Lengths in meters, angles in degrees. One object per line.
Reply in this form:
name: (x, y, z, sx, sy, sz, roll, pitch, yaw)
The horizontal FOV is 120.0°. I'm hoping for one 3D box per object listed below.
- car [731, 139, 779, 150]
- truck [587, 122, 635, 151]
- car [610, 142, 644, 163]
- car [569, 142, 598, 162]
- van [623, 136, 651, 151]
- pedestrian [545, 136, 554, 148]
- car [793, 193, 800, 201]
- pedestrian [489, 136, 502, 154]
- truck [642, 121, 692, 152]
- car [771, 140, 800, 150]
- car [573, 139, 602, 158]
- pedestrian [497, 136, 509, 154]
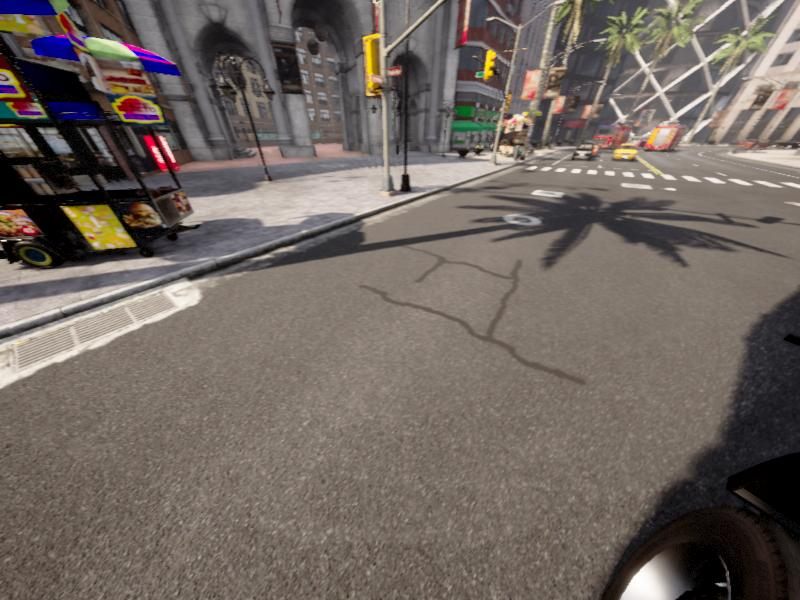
car: (64.589, -28.283, 42.044, 5.027, 1.651, 2.152, -3, 36, -5)
truck: (37.737, -29.168, 41.284, 8.468, 3.827, 2.891, -23, 42, -29)
car: (23.781, -15.688, 24.401, 1.801, 1.575, 5.366, 23, 42, 28)
car: (19.463, -15.720, 24.452, 1.789, 1.549, 3.705, 23, 41, 28)
van: (41.649, -27.524, 40.588, 4.442, 1.987, 1.775, -21, 41, -27)
pedestrian: (28.617, -30.261, 44.149, 0.751, 1.860, 0.751, -27, 44, -33)
car: (18.460, -3.884, 8.145, 1.994, 1.385, 4.181, -11, 37, -16)
pedestrian: (11.945, -19.392, 28.966, 0.751, 1.860, 0.751, -9, 37, -12)
truck: (43.866, -26.770, 37.971, 8.468, 3.827, 2.891, -24, 42, -30)
car: (75.611, -29.673, 44.122, 4.892, 1.490, 1.837, 10, 37, 13)
car: (23.261, -18.831, 28.589, 2.097, 1.767, 4.553, 23, 42, 28)
pedestrian: (12.915, -19.481, 29.094, 0.751, 1.860, 0.751, 30, 45, 35)
